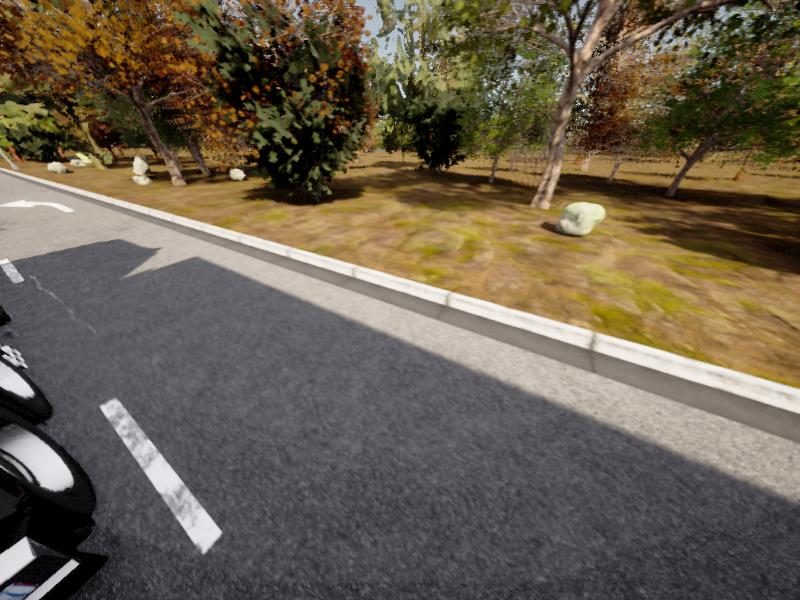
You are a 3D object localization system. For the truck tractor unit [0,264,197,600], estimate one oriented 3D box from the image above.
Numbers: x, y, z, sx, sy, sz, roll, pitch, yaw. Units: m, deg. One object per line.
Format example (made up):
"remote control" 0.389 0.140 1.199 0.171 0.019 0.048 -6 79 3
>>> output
"truck tractor unit" -5.115 -0.295 0.786 6.516 4.208 3.053 18 39 24
